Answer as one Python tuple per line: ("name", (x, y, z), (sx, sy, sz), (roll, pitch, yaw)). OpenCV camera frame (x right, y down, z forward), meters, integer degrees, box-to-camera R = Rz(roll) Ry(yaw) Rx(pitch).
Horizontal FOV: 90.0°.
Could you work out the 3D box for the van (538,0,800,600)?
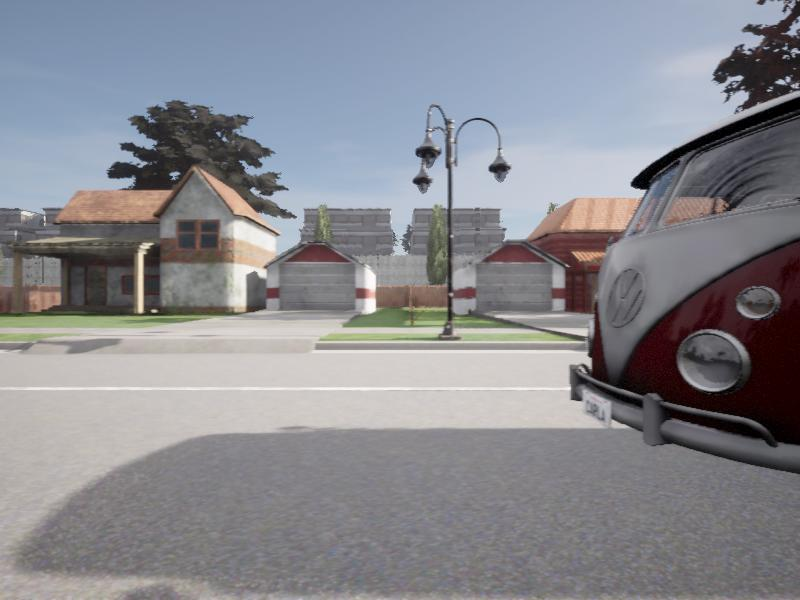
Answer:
("van", (3.290, -0.004, 2.198), (4.442, 1.987, 1.775), (0, 0, 0))
